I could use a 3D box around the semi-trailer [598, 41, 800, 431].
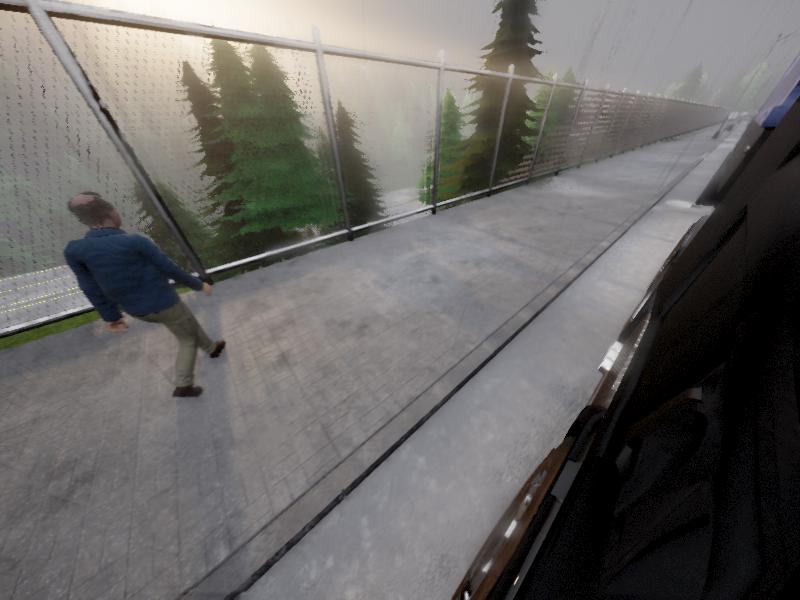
[{"bbox_3d":[8.698,-3.593,4.247,14.254,4.402,2.717,-28,44,-30],"label":"semi-trailer"}]

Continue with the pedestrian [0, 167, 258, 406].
[{"bbox_3d":[-2.114,-0.003,1.972,0.751,1.860,0.751,-6,37,-5],"label":"pedestrian"}]

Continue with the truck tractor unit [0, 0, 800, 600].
[{"bbox_3d":[2.645,-0.295,0.352,6.516,4.208,3.053,-28,44,-30],"label":"truck tractor unit"}]
